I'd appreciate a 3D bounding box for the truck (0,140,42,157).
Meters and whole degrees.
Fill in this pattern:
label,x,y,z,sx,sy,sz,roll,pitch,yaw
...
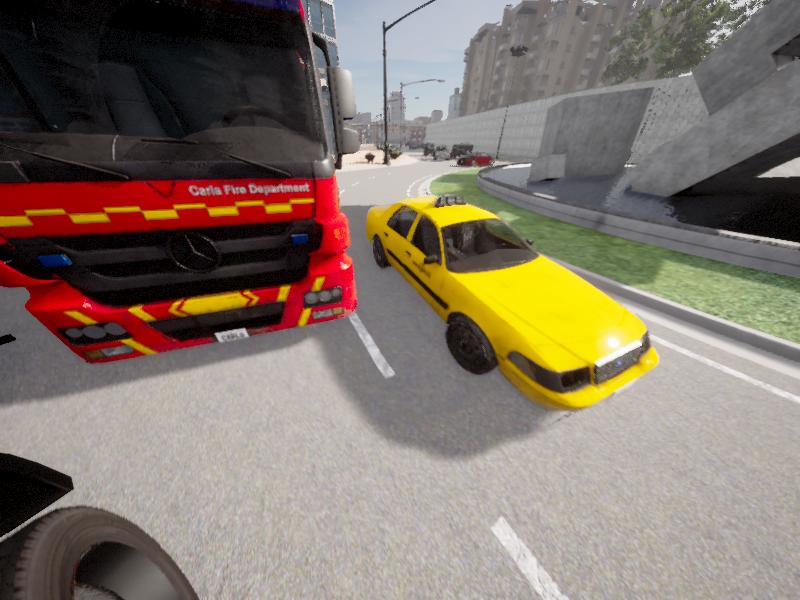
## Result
label,x,y,z,sx,sy,sz,roll,pitch,yaw
truck,-62.224,-23.881,36.421,2.390,2.098,6.274,-5,34,-9

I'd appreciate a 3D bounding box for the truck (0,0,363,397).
label,x,y,z,sx,sy,sz,roll,pitch,yaw
truck,-3.235,-3.078,5.055,2.891,3.827,8.468,-10,36,-16

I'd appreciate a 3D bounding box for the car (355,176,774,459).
label,x,y,z,sx,sy,sz,roll,pitch,yaw
car,0.909,-0.857,3.896,1.801,1.575,5.366,-13,37,-20
